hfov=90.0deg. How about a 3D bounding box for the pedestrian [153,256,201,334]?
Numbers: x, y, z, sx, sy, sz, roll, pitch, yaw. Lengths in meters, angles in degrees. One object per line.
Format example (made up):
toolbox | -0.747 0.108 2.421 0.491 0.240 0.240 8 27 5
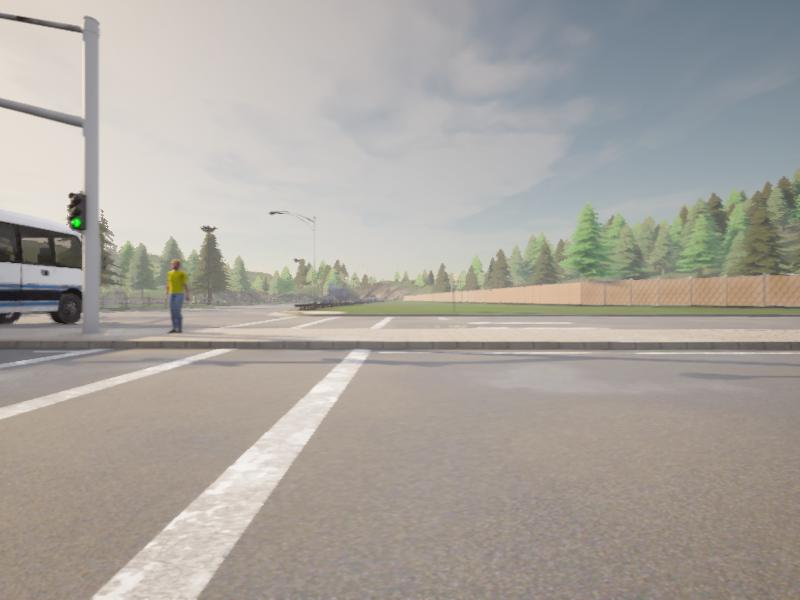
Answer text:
pedestrian | -5.529 -0.116 9.942 0.751 1.860 0.751 0 0 7

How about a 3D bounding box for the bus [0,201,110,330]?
bus | -15.162 -1.126 12.950 3.944 4.253 10.273 0 0 1

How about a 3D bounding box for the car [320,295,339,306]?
car | -10.913 0.069 62.476 2.097 1.767 4.553 0 0 1
